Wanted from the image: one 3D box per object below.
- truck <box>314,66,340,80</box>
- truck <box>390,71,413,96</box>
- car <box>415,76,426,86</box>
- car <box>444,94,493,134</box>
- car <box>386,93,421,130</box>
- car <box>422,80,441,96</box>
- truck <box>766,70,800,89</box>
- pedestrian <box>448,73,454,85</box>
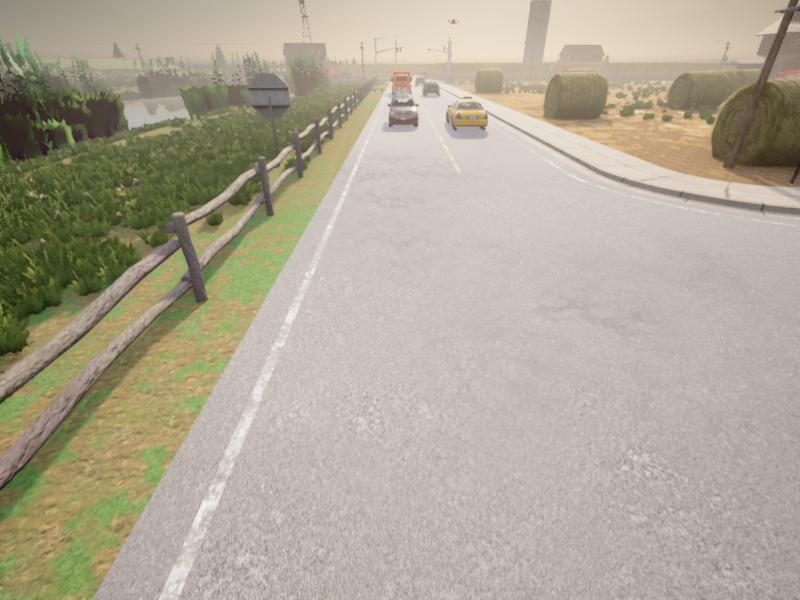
[{"bbox_3d":[-16.382,-51.401,90.587,5.204,2.467,2.627,3,30,3],"label":"truck"},{"bbox_3d":[0.203,-26.412,48.728,2.627,2.467,5.204,0,30,0],"label":"truck"},{"bbox_3d":[3.691,-39.612,72.269,1.837,1.490,4.892,0,30,0],"label":"car"},{"bbox_3d":[3.715,-10.632,22.623,1.801,1.575,5.366,0,30,0],"label":"car"},{"bbox_3d":[0.181,-11.053,23.316,1.851,1.617,3.988,0,30,0],"label":"car"},{"bbox_3d":[3.720,-25.463,48.077,1.837,1.490,4.892,0,30,0],"label":"car"},{"bbox_3d":[61.144,-34.385,62.398,2.627,2.467,5.204,-2,30,-3],"label":"truck"},{"bbox_3d":[9.151,-39.535,71.435,0.751,1.860,0.751,-7,31,-12],"label":"pedestrian"}]
